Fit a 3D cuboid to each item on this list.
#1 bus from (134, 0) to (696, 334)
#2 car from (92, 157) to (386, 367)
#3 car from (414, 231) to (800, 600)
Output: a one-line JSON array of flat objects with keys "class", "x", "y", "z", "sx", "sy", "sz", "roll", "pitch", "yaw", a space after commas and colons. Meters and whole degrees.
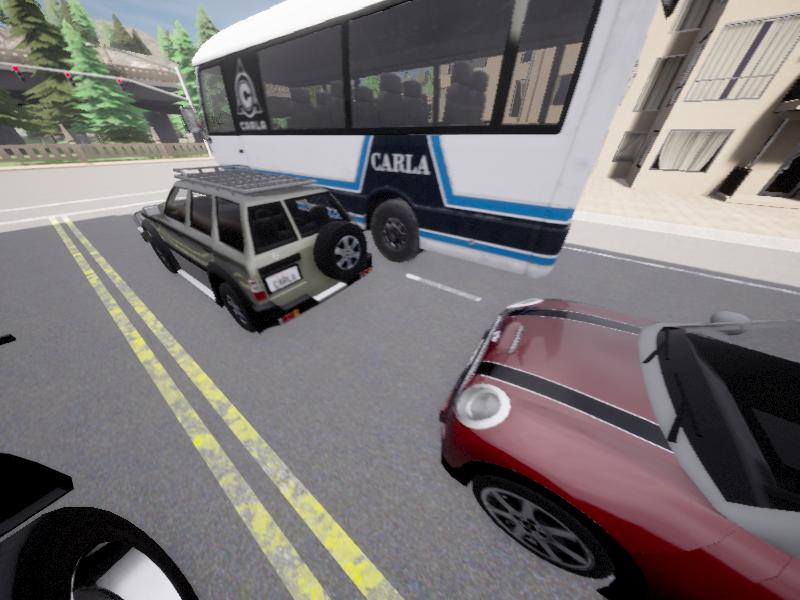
[{"class": "bus", "x": -1.128, "y": -3.903, "z": 5.747, "sx": 10.273, "sy": 4.253, "sz": 3.944, "roll": 22, "pitch": 41, "yaw": 28}, {"class": "car", "x": -2.682, "y": -1.187, "z": 3.942, "sx": 4.605, "sy": 1.855, "sz": 1.932, "roll": 22, "pitch": 41, "yaw": 28}, {"class": "car", "x": 2.243, "y": 0.989, "z": 1.244, "sx": 3.806, "sy": 1.475, "sz": 1.970, "roll": 22, "pitch": 41, "yaw": 28}]
